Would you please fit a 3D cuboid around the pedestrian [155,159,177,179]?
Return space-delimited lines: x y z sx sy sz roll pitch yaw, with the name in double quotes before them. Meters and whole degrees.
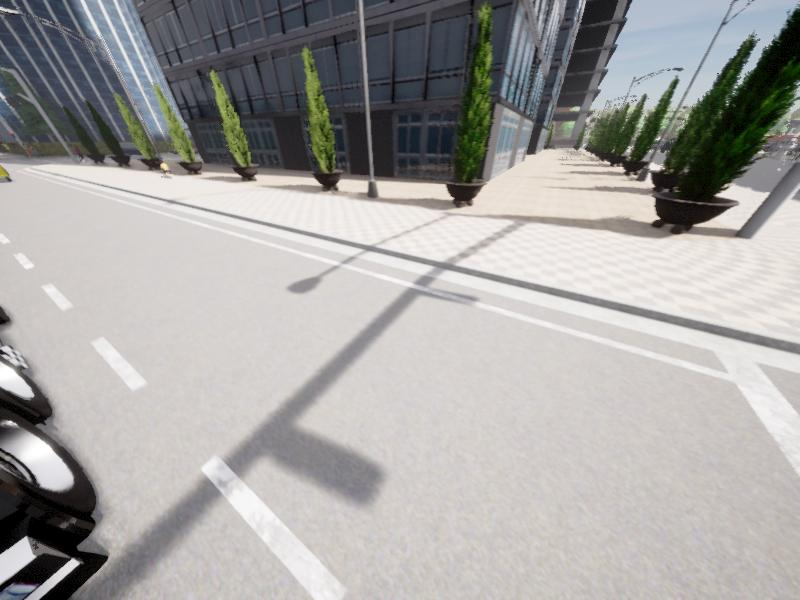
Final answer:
"pedestrian" -15.649 -8.760 15.442 0.500 1.100 0.500 17 39 24

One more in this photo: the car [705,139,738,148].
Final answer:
"car" 85.900 -41.864 61.830 4.605 1.855 1.932 18 39 24

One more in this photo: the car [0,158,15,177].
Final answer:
"car" -33.405 -10.744 18.330 4.514 1.525 2.007 18 39 24

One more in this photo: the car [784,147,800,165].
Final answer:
"car" 40.799 -13.705 22.117 2.163 1.488 4.792 18 39 25

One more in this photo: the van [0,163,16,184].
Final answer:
"van" -28.199 -9.018 15.417 4.442 1.987 1.775 21 40 27

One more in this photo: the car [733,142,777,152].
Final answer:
"car" 76.896 -33.306 50.147 4.611 1.667 2.242 18 39 24

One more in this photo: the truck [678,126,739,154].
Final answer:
"truck" 55.040 -28.795 41.677 2.891 3.827 8.468 17 38 23

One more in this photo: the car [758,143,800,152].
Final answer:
"car" 77.205 -30.890 46.700 4.892 1.490 1.837 18 39 24

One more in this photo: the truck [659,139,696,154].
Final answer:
"truck" 51.825 -28.894 43.350 2.390 2.098 6.274 17 38 23

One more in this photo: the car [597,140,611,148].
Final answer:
"car" 62.081 -47.565 70.372 2.097 1.767 4.553 18 39 24

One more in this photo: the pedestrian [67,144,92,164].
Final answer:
"pedestrian" -35.749 -16.345 25.794 0.751 1.860 0.751 18 39 25

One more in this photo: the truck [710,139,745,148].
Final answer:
"truck" 84.514 -40.486 59.691 4.478 2.038 2.069 18 39 24

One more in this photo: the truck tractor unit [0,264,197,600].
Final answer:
"truck tractor unit" -5.115 -0.295 0.783 6.516 4.208 3.053 18 39 24

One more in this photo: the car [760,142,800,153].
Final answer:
"car" 74.635 -29.456 44.576 4.974 1.542 2.038 18 39 24

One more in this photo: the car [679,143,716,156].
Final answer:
"car" 47.201 -23.996 36.827 1.882 1.535 5.008 18 39 24

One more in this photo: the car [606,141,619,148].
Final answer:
"car" 70.270 -51.569 76.518 2.152 1.651 5.027 18 39 24

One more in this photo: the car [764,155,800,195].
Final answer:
"car" 20.367 -5.584 10.528 2.128 1.511 4.902 18 39 25
